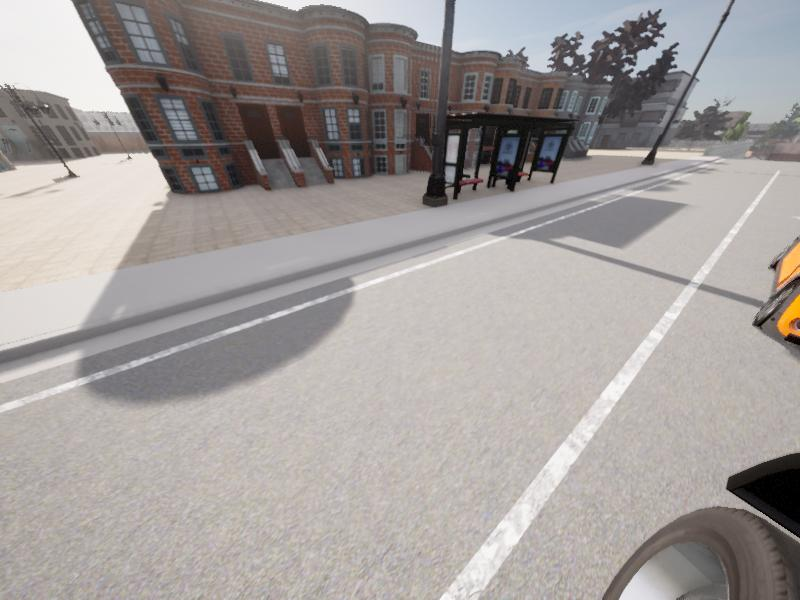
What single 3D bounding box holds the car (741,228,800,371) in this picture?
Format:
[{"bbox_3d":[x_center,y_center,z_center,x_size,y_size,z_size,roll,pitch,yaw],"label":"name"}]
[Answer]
[{"bbox_3d":[6.846,-0.366,2.812,4.553,1.767,2.097,-22,41,-28],"label":"car"}]
